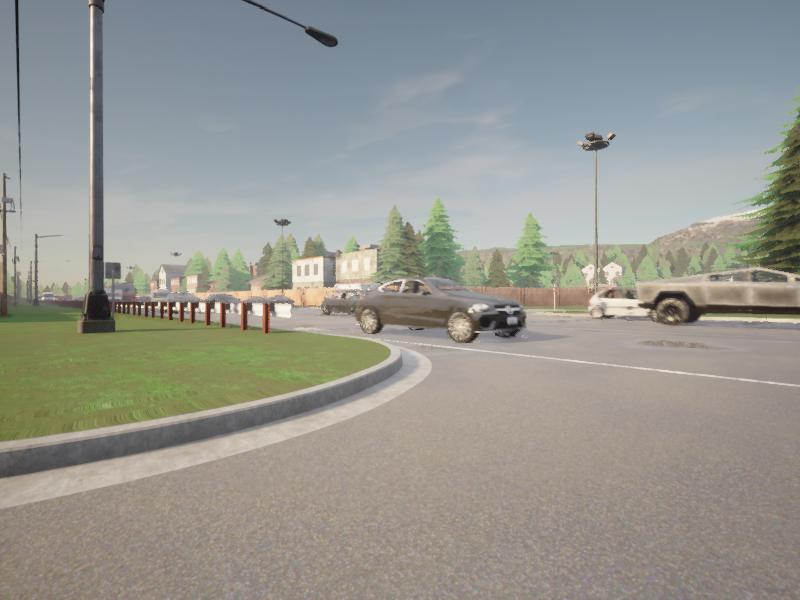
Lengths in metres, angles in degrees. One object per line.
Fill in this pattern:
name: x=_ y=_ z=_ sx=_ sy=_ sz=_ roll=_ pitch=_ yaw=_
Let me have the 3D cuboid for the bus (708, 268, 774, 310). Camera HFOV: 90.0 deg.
bus: x=38.839 y=-1.133 z=46.081 sx=3.944 sy=4.253 sz=10.273 roll=0 pitch=0 yaw=30

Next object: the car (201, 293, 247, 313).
car: x=-14.248 y=0.245 z=32.201 sx=1.837 sy=1.490 sz=4.892 roll=0 pitch=0 yaw=-43

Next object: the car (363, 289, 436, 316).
car: x=-0.126 y=0.171 z=27.448 sx=1.930 sy=1.638 sz=5.238 roll=0 pitch=0 yaw=-43

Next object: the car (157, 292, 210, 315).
car: x=-15.405 y=0.251 z=28.328 sx=2.163 sy=1.488 sz=4.792 roll=0 pitch=0 yaw=-43

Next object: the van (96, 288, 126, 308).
van: x=-37.233 y=-0.222 z=51.431 sx=2.351 sy=2.431 sz=6.366 roll=0 pitch=0 yaw=-43

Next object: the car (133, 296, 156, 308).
car: x=-33.834 y=0.226 z=52.931 sx=1.845 sy=1.501 sz=3.633 roll=0 pitch=0 yaw=-43

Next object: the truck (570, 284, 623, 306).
truck: x=36.616 y=-0.925 z=74.753 sx=2.891 sy=3.827 sz=8.468 roll=0 pitch=0 yaw=-43

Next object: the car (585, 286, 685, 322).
car: x=11.670 y=0.188 z=20.055 sx=1.851 sy=1.617 sz=3.988 roll=0 pitch=0 yaw=-43

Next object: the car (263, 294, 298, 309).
car: x=-14.238 y=0.171 z=47.479 sx=1.930 sy=1.638 sz=5.238 roll=0 pitch=0 yaw=-43

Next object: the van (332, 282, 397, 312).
van: x=-3.266 y=-0.222 z=35.864 sx=2.351 sy=2.431 sz=6.366 roll=0 pitch=0 yaw=-43

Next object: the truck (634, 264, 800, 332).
truck: x=12.273 y=-0.058 z=14.321 sx=2.390 sy=2.098 sz=6.274 roll=0 pitch=0 yaw=-43

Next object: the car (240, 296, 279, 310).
car: x=-15.325 y=0.294 z=43.533 sx=2.033 sy=1.411 sz=5.357 roll=0 pitch=0 yaw=-43

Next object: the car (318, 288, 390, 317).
car: x=-3.020 y=0.157 z=25.412 sx=2.242 sy=1.667 sz=4.611 roll=0 pitch=0 yaw=-43

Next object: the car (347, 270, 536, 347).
car: x=0.882 y=0.180 z=11.091 sx=2.152 sy=1.651 sz=5.027 roll=0 pitch=0 yaw=-43

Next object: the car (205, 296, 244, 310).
car: x=-18.300 y=0.295 z=41.584 sx=2.033 sy=1.411 sz=5.357 roll=0 pitch=0 yaw=-43

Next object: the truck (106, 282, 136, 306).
truck: x=-45.856 y=-0.925 z=65.650 sx=2.891 sy=3.827 sz=8.468 roll=0 pitch=0 yaw=-43

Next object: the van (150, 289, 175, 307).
van: x=-35.693 y=-0.299 z=59.991 sx=1.988 sy=2.561 sz=5.915 roll=0 pitch=0 yaw=-43
